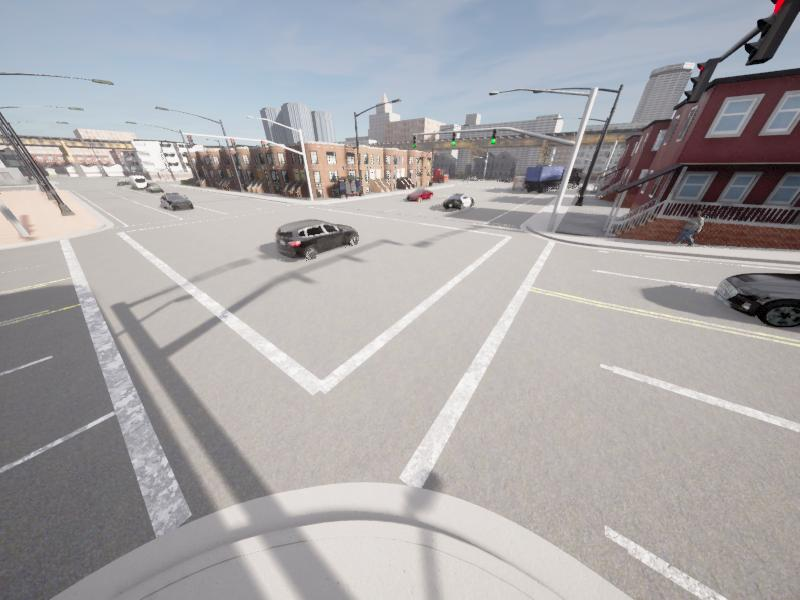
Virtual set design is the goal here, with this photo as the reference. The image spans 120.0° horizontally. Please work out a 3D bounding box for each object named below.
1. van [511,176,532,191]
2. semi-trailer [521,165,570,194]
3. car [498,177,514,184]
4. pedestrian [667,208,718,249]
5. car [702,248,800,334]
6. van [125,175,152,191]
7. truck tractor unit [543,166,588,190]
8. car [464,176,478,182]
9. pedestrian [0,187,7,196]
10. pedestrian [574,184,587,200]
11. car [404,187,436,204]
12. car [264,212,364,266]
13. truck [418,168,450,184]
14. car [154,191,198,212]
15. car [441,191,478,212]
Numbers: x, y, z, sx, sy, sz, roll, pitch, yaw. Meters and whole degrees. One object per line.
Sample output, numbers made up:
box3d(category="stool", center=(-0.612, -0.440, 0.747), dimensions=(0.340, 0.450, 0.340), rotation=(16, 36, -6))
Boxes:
box3d(category="van", center=(25.161, -24.181, 47.755), dimensions=(2.351, 2.431, 6.366), rotation=(19, 35, 29))
box3d(category="semi-trailer", center=(28.297, -23.452, 44.484), dimensions=(14.254, 4.402, 2.717), rotation=(-25, 38, -36))
box3d(category="car", center=(30.081, -34.031, 65.690), dimensions=(3.705, 1.549, 1.789), rotation=(20, 36, 31))
box3d(category="pedestrian", center=(14.985, -3.686, 11.908), dimensions=(0.751, 1.860, 0.751), rotation=(14, 33, 23))
box3d(category="car", center=(12.056, 0.004, 5.797), dimensions=(4.856, 1.649, 2.033), rotation=(15, 33, 33))
box3d(category="van", center=(-54.032, -24.244, 47.712), dimensions=(5.915, 2.561, 1.988), rotation=(20, 36, 31))
box3d(category="truck tractor unit", center=(34.582, -25.608, 48.424), dimensions=(6.516, 4.208, 3.053), rotation=(-6, 30, -11))
box3d(category="car", center=(22.824, -38.850, 74.114), dimensions=(3.806, 1.475, 1.970), rotation=(20, 36, 31))
box3d(category="pedestrian", center=(-63.442, -17.377, 36.327), dimensions=(0.751, 1.860, 0.751), rotation=(-22, 37, -33))
box3d(category="pedestrian", center=(24.956, -14.970, 31.982), dimensions=(0.751, 1.860, 0.751), rotation=(24, 38, 35))
box3d(category="car", center=(2.837, -14.457, 31.803), dimensions=(1.882, 1.535, 5.008), rotation=(20, 36, 31))
box3d(category="car", center=(-4.497, -3.652, 12.956), dimensions=(2.242, 1.667, 4.611), rotation=(20, 36, 31))
box3d(category="truck", center=(9.725, -36.000, 66.829), dimensions=(8.468, 3.827, 2.891), rotation=(20, 36, 31))
box3d(category="car", center=(-25.064, -11.054, 25.804), dimensions=(5.238, 1.638, 1.930), rotation=(20, 36, 31))
box3d(category="car", center=(6.847, -11.277, 26.305), dimensions=(2.038, 1.542, 4.974), rotation=(20, 36, 31))
